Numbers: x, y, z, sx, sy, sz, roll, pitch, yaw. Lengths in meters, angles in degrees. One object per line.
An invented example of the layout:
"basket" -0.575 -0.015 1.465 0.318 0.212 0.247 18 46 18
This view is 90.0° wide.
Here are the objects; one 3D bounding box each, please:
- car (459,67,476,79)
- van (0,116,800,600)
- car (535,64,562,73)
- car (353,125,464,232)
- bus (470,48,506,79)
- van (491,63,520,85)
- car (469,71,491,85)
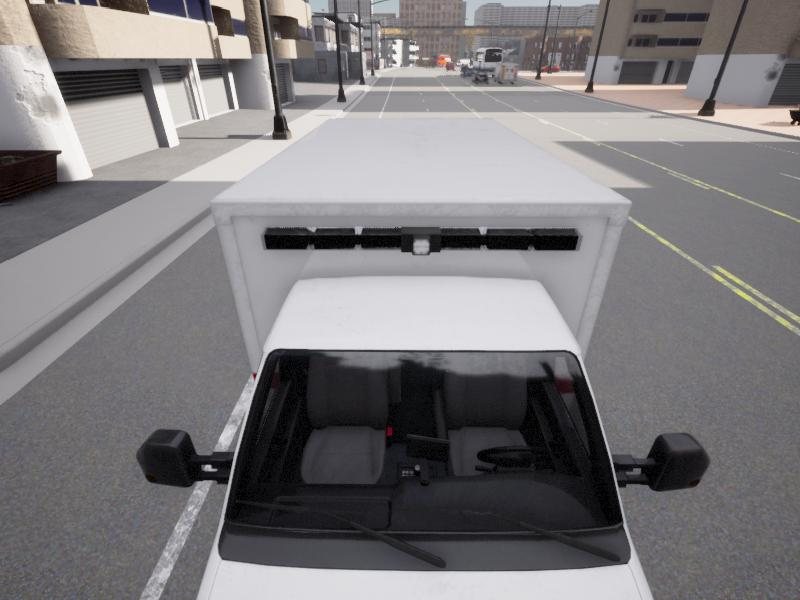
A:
"car" 11.298 -38.087 67.061 2.033 1.411 5.357 0 32 0
"van" 0.116 0.012 3.605 2.351 2.431 6.366 0 30 1
"car" 31.651 -49.449 85.454 4.611 1.667 2.242 1 31 2
"car" 0.187 -3.330 10.225 2.128 1.511 4.902 0 30 0
"bus" 14.693 -40.327 67.953 3.944 4.253 10.273 0 32 0
"van" 14.683 -31.800 56.128 2.351 2.431 6.366 0 32 0
"car" 11.176 -31.087 55.934 2.128 1.511 4.902 0 32 0
